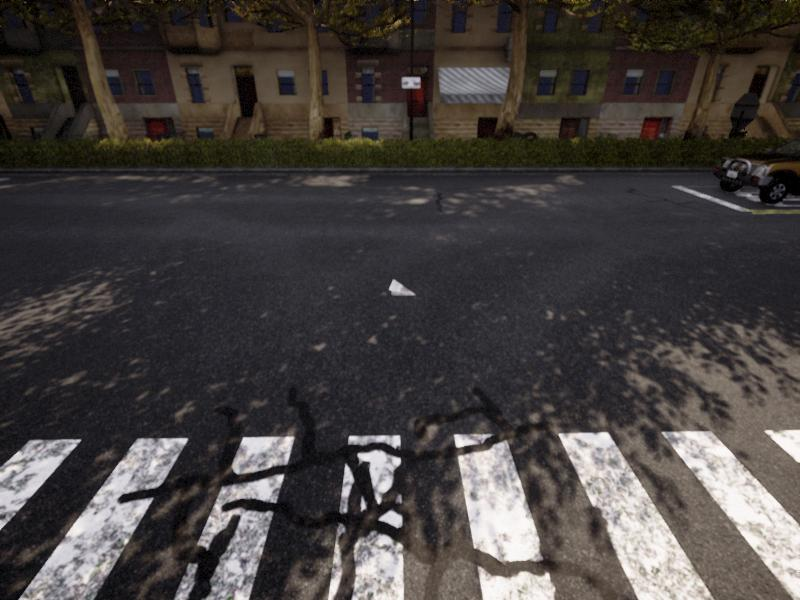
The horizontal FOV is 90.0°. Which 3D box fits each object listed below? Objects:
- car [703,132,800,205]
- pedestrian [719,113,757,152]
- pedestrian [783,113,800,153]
[{"bbox_3d":[12.676,-4.125,12.431,4.605,1.855,1.932,0,27,-1],"label":"car"},{"bbox_3d":[18.022,-8.959,21.389,0.751,1.860,0.751,0,27,1],"label":"pedestrian"},{"bbox_3d":[21.335,-8.821,21.118,0.751,1.860,0.751,-7,28,-14],"label":"pedestrian"}]
